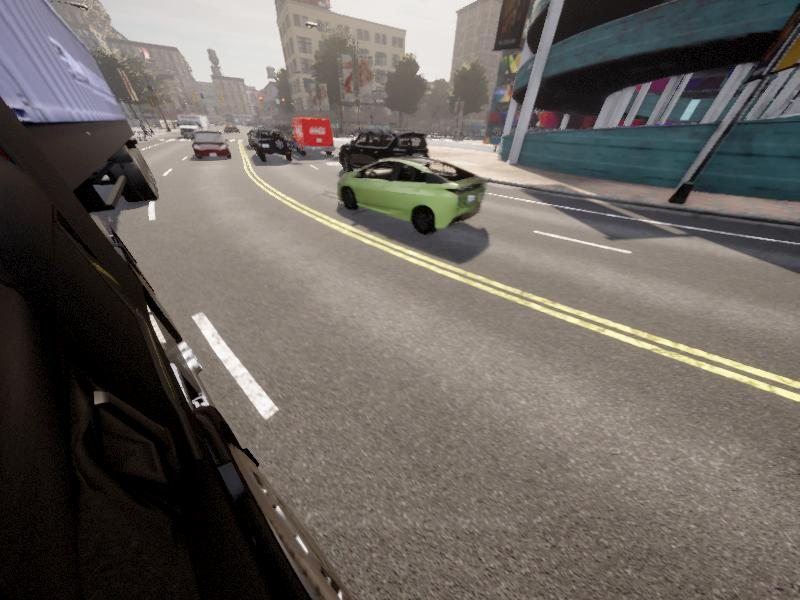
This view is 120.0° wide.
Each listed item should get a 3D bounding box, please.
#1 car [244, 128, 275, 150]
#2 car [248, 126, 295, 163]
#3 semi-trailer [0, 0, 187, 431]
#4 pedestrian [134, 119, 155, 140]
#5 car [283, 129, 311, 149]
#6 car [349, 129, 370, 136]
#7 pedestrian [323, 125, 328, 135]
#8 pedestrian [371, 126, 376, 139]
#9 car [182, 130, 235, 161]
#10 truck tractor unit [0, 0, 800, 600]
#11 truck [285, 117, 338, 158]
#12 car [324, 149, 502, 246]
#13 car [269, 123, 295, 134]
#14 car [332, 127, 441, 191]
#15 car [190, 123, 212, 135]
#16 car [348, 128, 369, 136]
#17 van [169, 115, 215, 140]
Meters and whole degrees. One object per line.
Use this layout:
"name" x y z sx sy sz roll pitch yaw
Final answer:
"car" -14.043 -16.133 23.064 2.007 1.525 4.514 -18 41 -24
"car" -9.094 -11.009 16.210 1.932 1.855 4.605 -18 41 -25
"semi-trailer" -8.001 -3.998 4.818 2.717 4.402 14.254 -26 45 -32
"pedestrian" -28.209 -18.807 25.544 0.751 1.860 0.751 -18 41 -25
"car" -10.910 -17.019 24.388 1.789 1.549 3.705 -18 41 -25
"car" -10.430 -43.184 59.455 4.718 1.301 1.895 -18 41 -24
"pedestrian" -16.967 -38.792 52.747 0.751 1.860 0.751 -15 40 -21
"pedestrian" -4.752 -30.360 41.926 0.751 1.860 0.751 -10 39 -16
"car" -13.134 -10.891 16.173 2.163 1.488 4.792 -18 41 -24
"truck tractor unit" -2.645 -0.295 0.351 6.516 4.208 3.053 28 44 30
"truck" -7.539 -13.792 19.516 2.627 2.467 5.204 -18 42 -25
"car" 0.106 -3.224 6.641 4.514 1.525 2.007 29 45 31
"car" -27.288 -39.879 53.665 4.605 1.855 1.932 2 37 0
"car" -0.922 -7.157 11.389 2.150 2.045 5.566 -25 45 -32
"car" -34.607 -29.894 40.290 2.128 1.511 4.902 -18 41 -24
"car" -10.143 -40.911 56.322 4.674 1.442 1.812 -18 41 -24
"van" -27.767 -23.392 31.238 2.351 2.431 6.366 -11 39 -17
